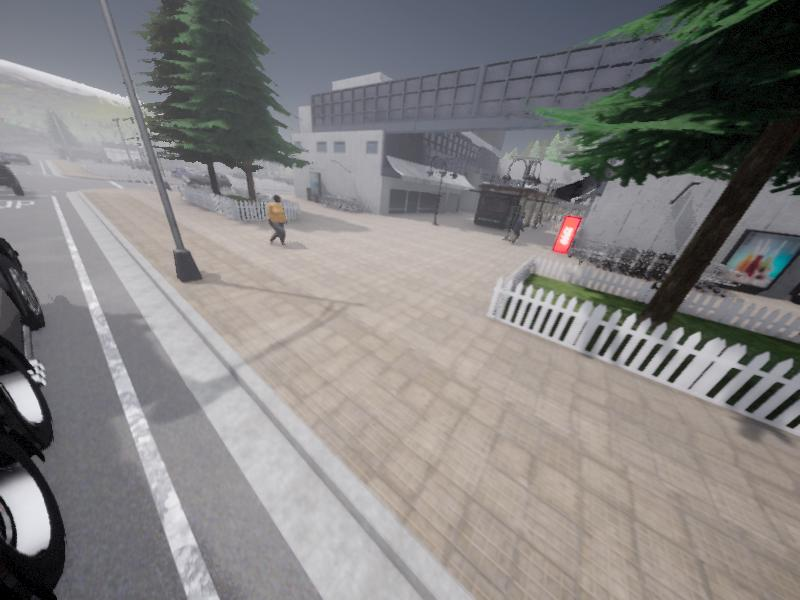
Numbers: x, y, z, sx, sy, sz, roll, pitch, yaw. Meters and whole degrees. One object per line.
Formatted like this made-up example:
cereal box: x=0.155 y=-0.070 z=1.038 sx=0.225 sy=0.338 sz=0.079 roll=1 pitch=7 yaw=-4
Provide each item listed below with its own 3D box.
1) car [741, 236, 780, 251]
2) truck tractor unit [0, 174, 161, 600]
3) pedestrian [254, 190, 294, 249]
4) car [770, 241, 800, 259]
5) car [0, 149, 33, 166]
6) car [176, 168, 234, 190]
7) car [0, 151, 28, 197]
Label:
car: x=55.424 y=-8.816 z=35.632 sx=1.789 sy=1.549 sz=3.705 roll=24 pitch=31 yaw=32
truck tractor unit: x=-4.876 y=-0.478 z=1.075 sx=6.516 sy=4.208 sz=3.053 roll=23 pitch=30 yaw=29
pedestrian: x=-4.506 y=-2.904 z=8.378 sx=0.751 sy=1.860 sz=0.751 roll=12 pitch=27 yaw=11
car: x=49.674 y=-6.154 z=28.862 sx=2.007 sy=1.525 sz=4.514 roll=24 pitch=31 yaw=32
car: x=-50.510 y=-18.755 z=30.298 sx=4.792 sy=1.488 sz=2.163 roll=23 pitch=30 yaw=30
car: x=-22.932 y=-14.303 z=27.441 sx=1.932 sy=1.855 sz=4.605 roll=23 pitch=31 yaw=30
car: x=-22.896 y=-7.000 z=12.425 sx=5.566 sy=2.045 sz=2.150 roll=20 pitch=29 yaw=27
